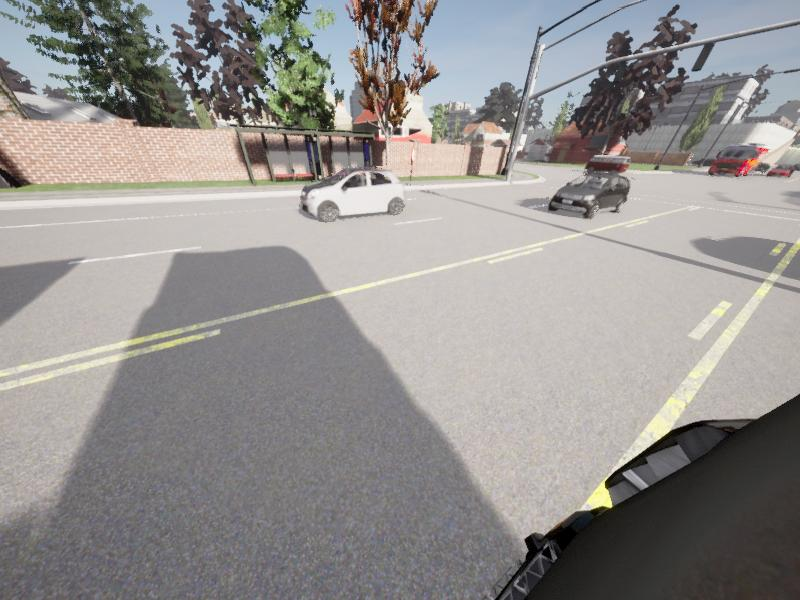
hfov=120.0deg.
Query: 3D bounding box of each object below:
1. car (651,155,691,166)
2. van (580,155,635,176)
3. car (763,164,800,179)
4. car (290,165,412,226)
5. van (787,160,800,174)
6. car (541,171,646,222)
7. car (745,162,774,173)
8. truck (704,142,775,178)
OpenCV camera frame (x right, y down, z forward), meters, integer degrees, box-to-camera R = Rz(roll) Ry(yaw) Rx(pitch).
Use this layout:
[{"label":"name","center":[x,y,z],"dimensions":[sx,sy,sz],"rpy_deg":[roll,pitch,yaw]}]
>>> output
[{"label":"car","center":[65.194,-33.639,55.630],"dimensions":[2.150,2.045,5.566],"rpy_deg":[-17,38,-26]},{"label":"van","center":[26.492,-17.377,29.705],"dimensions":[1.775,1.987,4.442],"rpy_deg":[-18,39,-27]},{"label":"car","center":[54.683,-18.433,33.050],"dimensions":[4.514,1.525,2.007],"rpy_deg":[-17,38,-25]},{"label":"car","center":[-1.655,-3.843,8.234],"dimensions":[3.633,1.501,1.845],"rpy_deg":[-16,38,-26]},{"label":"van","center":[74.507,-24.635,42.783],"dimensions":[4.442,1.987,1.775],"rpy_deg":[-17,38,-25]},{"label":"car","center":[8.302,-4.572,9.978],"dimensions":[3.705,1.549,1.789],"rpy_deg":[-17,38,-27]},{"label":"car","center":[63.614,-23.397,40.858],"dimensions":[4.892,1.490,1.837],"rpy_deg":[-17,38,-25]},{"label":"truck","center":[46.403,-19.113,31.599],"dimensions":[8.468,3.827,2.891],"rpy_deg":[-17,38,-25]}]
